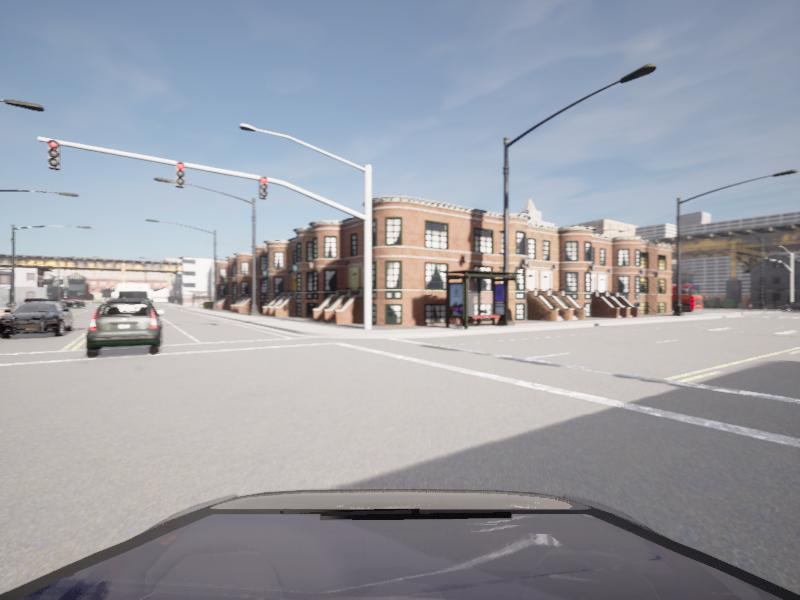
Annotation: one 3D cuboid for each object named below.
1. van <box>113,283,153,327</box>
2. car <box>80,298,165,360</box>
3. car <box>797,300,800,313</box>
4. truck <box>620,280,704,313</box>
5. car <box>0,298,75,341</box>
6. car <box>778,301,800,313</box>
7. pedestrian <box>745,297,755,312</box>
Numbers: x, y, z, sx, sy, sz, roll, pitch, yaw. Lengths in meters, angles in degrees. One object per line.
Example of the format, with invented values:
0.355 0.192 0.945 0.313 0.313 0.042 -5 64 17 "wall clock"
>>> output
-17.616 0.272 26.457 1.988 2.561 5.915 0 0 -33 "van"
-8.575 0.763 12.696 1.851 1.617 3.988 0 0 -30 "car"
48.791 0.778 46.358 1.789 1.549 3.705 0 0 -34 "car"
33.136 -0.372 50.958 2.891 3.827 8.468 0 0 -34 "truck"
-15.982 0.734 17.764 1.930 1.638 5.238 0 0 -34 "car"
50.688 0.805 49.829 1.837 1.490 4.892 0 0 -34 "car"
44.688 0.594 51.079 0.751 1.860 0.751 0 0 -23 "pedestrian"
